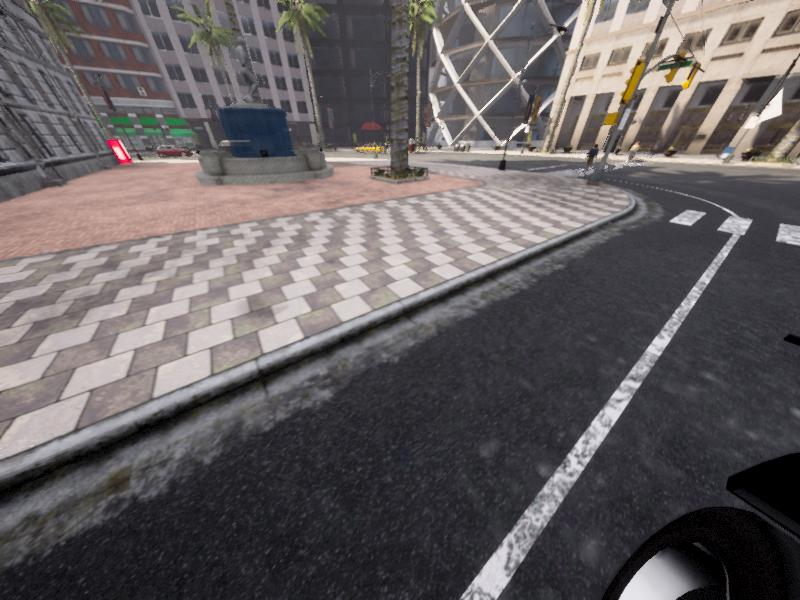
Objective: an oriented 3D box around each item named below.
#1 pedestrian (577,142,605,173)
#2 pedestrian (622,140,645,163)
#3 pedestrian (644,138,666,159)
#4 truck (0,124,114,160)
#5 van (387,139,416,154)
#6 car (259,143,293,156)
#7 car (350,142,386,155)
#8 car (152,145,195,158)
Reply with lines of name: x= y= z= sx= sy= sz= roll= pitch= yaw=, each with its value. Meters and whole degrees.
pedestrian: x=13.842 y=-10.305 z=16.755 sx=0.751 sy=1.860 sz=0.751 roll=-24 pitch=42 yaw=-30
pedestrian: x=22.977 y=-14.583 z=22.750 sx=0.751 sy=1.860 sz=0.751 roll=-21 pitch=40 yaw=-27
pedestrian: x=27.569 y=-16.393 z=25.017 sx=0.751 sy=1.860 sz=0.751 roll=16 pitch=38 yaw=21
truck: x=-47.619 y=-22.053 z=32.232 sx=8.468 sy=3.827 sz=2.891 roll=-22 pitch=40 yaw=-27
van: x=0.300 y=-25.625 z=38.518 sx=4.442 sy=1.987 sz=1.775 roll=15 pitch=38 yaw=20
car: x=-18.983 y=-23.264 z=35.650 sx=3.988 sy=1.617 sz=1.851 roll=-3 pitch=35 yaw=-4
car: x=-5.080 y=-24.495 z=37.309 sx=5.366 sy=1.575 sz=1.801 roll=10 pitch=37 yaw=14
car: x=-32.410 y=-21.368 z=33.178 sx=3.806 sy=1.475 sz=1.970 roll=-14 pitch=37 yaw=-18
